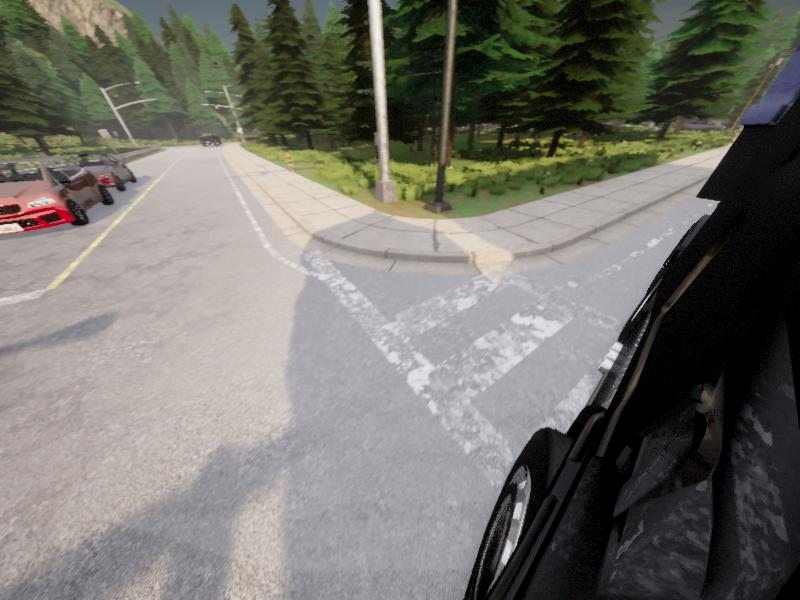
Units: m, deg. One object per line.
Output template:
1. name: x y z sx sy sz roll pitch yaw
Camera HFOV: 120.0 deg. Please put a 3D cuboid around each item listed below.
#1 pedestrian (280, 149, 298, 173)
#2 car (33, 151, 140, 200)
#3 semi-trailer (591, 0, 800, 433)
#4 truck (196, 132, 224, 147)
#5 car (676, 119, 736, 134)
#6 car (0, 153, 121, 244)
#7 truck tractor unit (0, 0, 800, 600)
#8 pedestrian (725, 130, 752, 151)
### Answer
1. pedestrian: -6.219 -7.766 12.930 0.500 1.100 0.500 -25 43 -27
2. car: -14.780 -6.222 11.275 1.816 1.474 4.193 -24 42 -26
3. semi-trailer: 9.103 -3.269 3.820 14.254 4.402 2.717 -23 42 -25
4. truck: -36.849 -31.269 44.984 2.390 2.098 6.274 -15 39 -16
5. car: 42.326 -24.028 32.082 2.007 1.525 4.514 -20 40 -22
6. car: -11.332 -3.348 7.142 2.242 1.667 4.611 -23 42 -26
7. truck tractor unit: 2.645 -0.295 0.351 6.516 4.208 3.053 -28 44 -30
8. pedestrian: 22.408 -10.545 15.291 0.500 1.100 0.500 -25 43 -28
